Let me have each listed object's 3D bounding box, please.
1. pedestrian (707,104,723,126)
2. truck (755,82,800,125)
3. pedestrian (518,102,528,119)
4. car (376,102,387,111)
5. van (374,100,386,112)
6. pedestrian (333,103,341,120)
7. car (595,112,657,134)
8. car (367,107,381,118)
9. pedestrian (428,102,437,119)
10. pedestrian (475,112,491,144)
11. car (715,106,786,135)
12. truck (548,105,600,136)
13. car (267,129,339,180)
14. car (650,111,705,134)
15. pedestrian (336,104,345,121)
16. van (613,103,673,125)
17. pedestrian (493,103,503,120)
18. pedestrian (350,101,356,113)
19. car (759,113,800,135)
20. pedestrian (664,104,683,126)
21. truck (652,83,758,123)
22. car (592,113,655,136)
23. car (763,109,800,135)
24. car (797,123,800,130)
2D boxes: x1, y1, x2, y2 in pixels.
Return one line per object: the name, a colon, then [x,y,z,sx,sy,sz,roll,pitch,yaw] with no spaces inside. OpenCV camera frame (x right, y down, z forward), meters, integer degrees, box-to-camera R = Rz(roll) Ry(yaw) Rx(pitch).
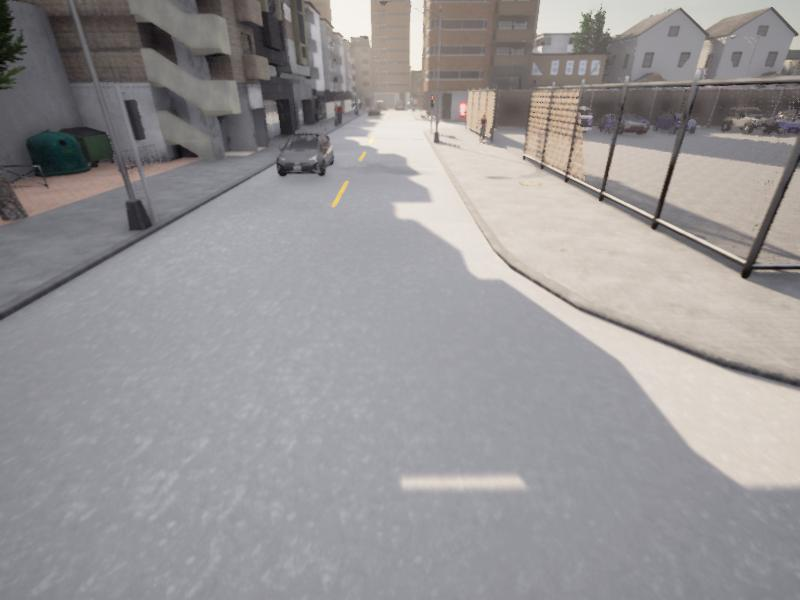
pedestrian: [30.313,-17.827,38.510,0.751,1.860,0.751,16,32,29]
truck: [42.591,-20.152,41.022,8.468,3.827,2.891,0,27,0]
pedestrian: [15.223,-23.528,49.710,0.751,1.860,0.751,-3,27,-5]
car: [-4.024,-42.672,88.160,2.242,1.667,4.611,0,27,0]
van: [-4.028,-39.398,81.269,2.069,2.038,4.480,0,27,0]
pedestrian: [-7.940,-23.910,50.725,0.751,1.860,0.751,-1,27,-1]
car: [18.070,-14.244,32.166,3.705,1.547,1.789,0,27,0]
car: [-4.033,-29.689,63.243,1.895,1.301,4.718,0,27,0]
pedestrian: [4.198,-24.477,51.671,0.751,1.860,0.751,-10,29,-18]
pedestrian: [5.278,-10.939,25.439,0.751,1.860,0.751,0,27,1]
car: [27.639,-14.266,31.753,1.905,1.878,3.866,0,27,0]
truck: [13.882,-14.587,32.354,2.069,2.038,4.478,0,27,0]
car: [-4.035,-6.472,17.529,2.007,1.525,4.514,0,27,0]
car: [22.522,-14.517,32.668,1.845,1.501,3.633,0,27,0]
pedestrian: [-7.175,-22.721,48.413,0.751,1.860,0.751,1,27,3]
van: [25.091,-19.289,41.483,4.480,2.038,2.069,0,27,0]
pedestrian: [12.000,-23.173,49.058,0.751,1.860,0.751,-5,28,-9]
pedestrian: [-8.235,-33.771,69.842,0.751,1.860,0.751,0,27,1]
car: [29.801,-13.694,31.076,1.481,1.379,2.207,0,27,0]
pedestrian: [26.002,-17.565,38.049,0.751,1.860,0.751,-2,27,-3]
truck: [33.756,-21.960,44.617,8.468,3.827,2.891,0,27,0]
car: [17.844,-14.253,32.342,2.033,1.415,5.357,0,27,0]
car: [31.930,-14.076,31.566,2.242,1.667,4.611,0,27,0]
car: [35.102,-14.368,32.245,1.816,1.474,4.193,0,27,0]
